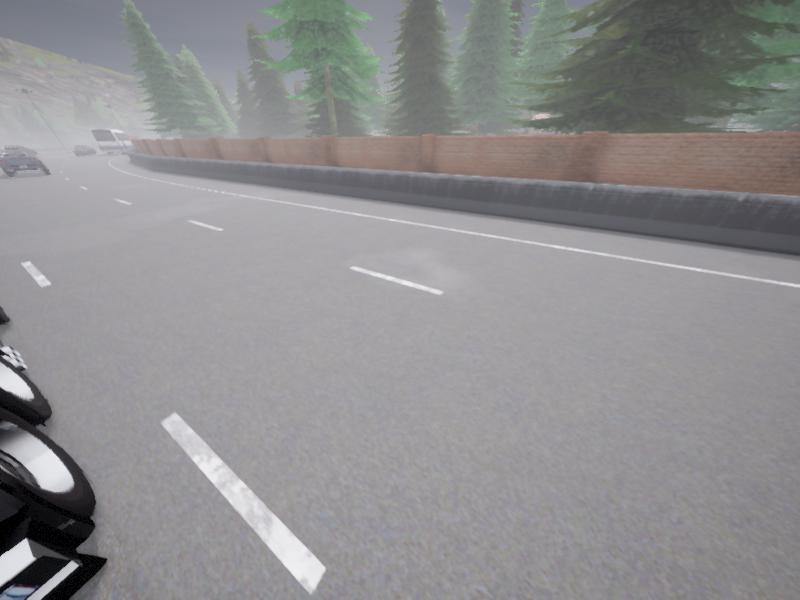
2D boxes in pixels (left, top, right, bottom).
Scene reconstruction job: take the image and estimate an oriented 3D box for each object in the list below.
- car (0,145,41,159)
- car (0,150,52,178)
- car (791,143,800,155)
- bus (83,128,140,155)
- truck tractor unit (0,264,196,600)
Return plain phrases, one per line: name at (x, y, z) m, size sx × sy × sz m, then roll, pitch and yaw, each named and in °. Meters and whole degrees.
car at (-63.821, -25.037, 38.919) m, size 1.932 × 1.855 × 4.605 m, roll -23°, pitch 41°, yaw -29°
car at (-31.981, -11.637, 19.597) m, size 5.027 × 1.651 × 2.152 m, roll 24°, pitch 42°, yaw 31°
car at (57.641, -21.028, 31.723) m, size 1.932 × 1.855 × 4.605 m, roll 20°, pitch 39°, yaw 27°
bus at (-59.614, -32.998, 48.235) m, size 3.944 × 4.253 × 10.273 m, roll -20°, pitch 40°, yaw -26°
truck tractor unit at (-5.109, -0.303, 0.790) m, size 6.516 × 4.208 × 3.053 m, roll 18°, pitch 39°, yaw 24°
